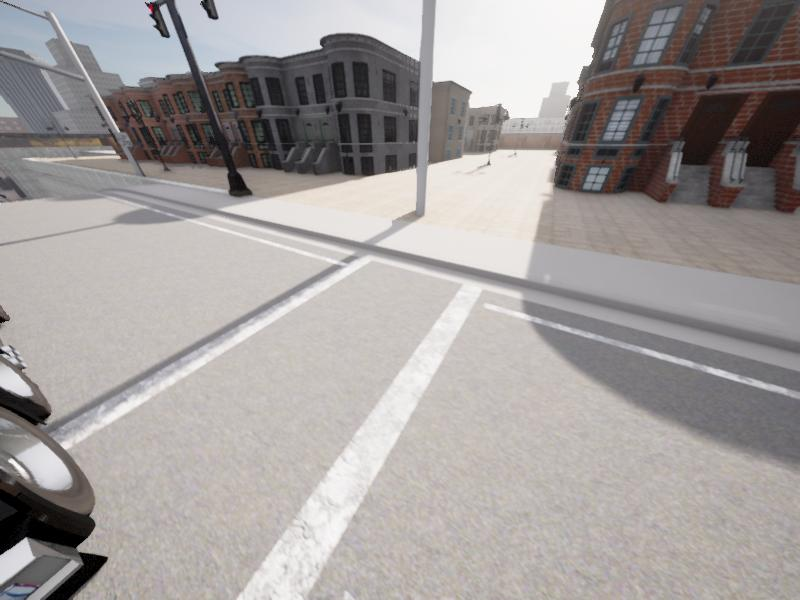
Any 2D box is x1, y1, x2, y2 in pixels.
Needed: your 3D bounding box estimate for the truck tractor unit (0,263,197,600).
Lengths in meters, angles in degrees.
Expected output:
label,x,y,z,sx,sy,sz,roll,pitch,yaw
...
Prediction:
label,x,y,z,sx,sy,sz,roll,pitch,yaw
truck tractor unit,-5.108,-0.304,0.780,6.516,4.208,3.053,18,39,24
